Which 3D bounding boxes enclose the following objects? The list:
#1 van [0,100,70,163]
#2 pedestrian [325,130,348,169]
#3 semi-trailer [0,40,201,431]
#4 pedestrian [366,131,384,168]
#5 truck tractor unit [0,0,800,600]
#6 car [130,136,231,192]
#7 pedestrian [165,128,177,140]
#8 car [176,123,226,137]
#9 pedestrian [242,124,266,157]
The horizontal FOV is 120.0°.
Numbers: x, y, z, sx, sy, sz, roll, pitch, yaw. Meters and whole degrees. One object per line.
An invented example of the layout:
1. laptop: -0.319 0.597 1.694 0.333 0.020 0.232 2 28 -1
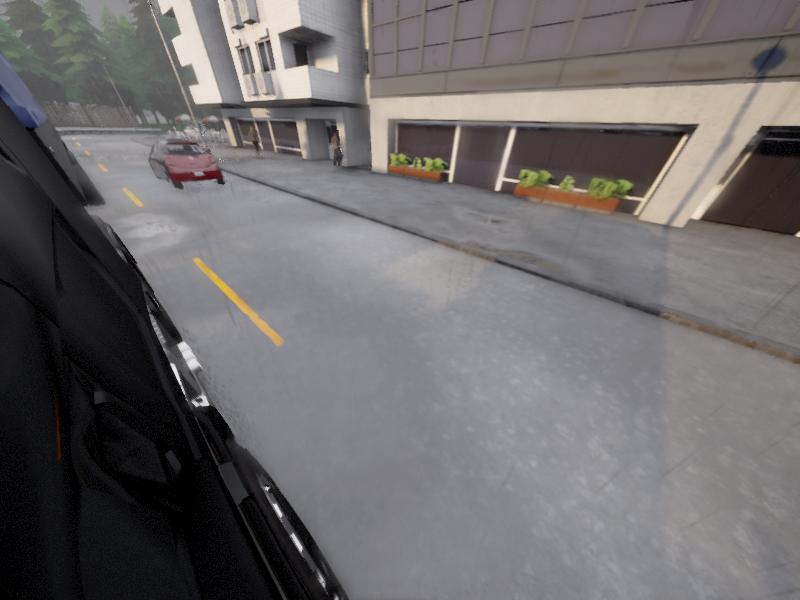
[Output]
1. van: -21.905 -9.840 13.413 5.915 2.561 1.988 28 43 30
2. pedestrian: -3.742 -8.913 13.673 0.751 1.860 0.751 23 41 25
3. semi-trailer: -8.684 -3.605 4.258 14.254 4.402 2.717 28 44 30
4. pedestrian: -1.536 -9.283 14.304 0.751 1.860 0.751 -26 45 -33
5. truck tractor unit: -2.645 -0.295 0.351 6.516 4.208 3.053 28 44 30
6. car: -8.918 -5.658 9.418 3.633 1.501 1.845 28 44 30
7. pedestrian: -26.294 -19.059 26.521 0.500 1.100 0.500 -29 47 -35
8. car: -30.186 -25.928 35.271 1.930 1.638 5.238 26 43 29
9. pedestrian: -10.404 -11.380 16.525 0.751 1.860 0.751 30 45 32
